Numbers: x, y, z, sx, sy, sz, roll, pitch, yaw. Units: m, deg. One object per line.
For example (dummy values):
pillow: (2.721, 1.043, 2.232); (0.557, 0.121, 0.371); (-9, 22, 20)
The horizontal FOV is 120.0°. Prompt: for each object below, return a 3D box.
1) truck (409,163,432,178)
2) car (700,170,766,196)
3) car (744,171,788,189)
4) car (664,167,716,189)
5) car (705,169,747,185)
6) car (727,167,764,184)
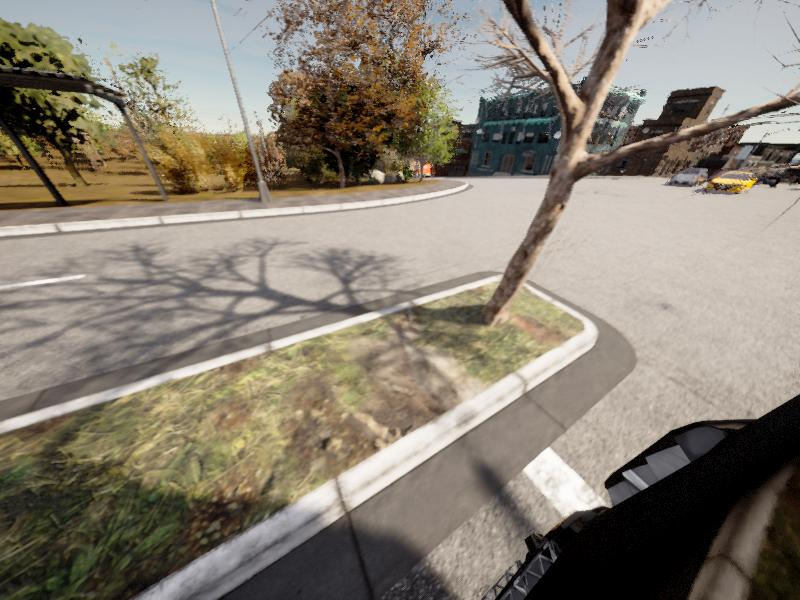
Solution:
truck: (3.775, -24.980, 44.617); (2.627, 2.467, 5.204); (-9, 29, -15)
car: (26.973, -9.533, 18.703); (5.008, 1.535, 1.882); (-17, 37, -25)
car: (40.785, -13.384, 25.720); (4.193, 1.474, 1.816); (-15, 37, -27)
car: (27.224, -11.518, 21.719); (3.633, 1.501, 1.845); (-17, 37, -25)
car: (39.433, -14.869, 27.958); (4.181, 1.385, 1.994); (-15, 37, -27)
car: (49.075, -17.622, 32.834); (3.866, 1.878, 1.905); (-15, 37, -27)
